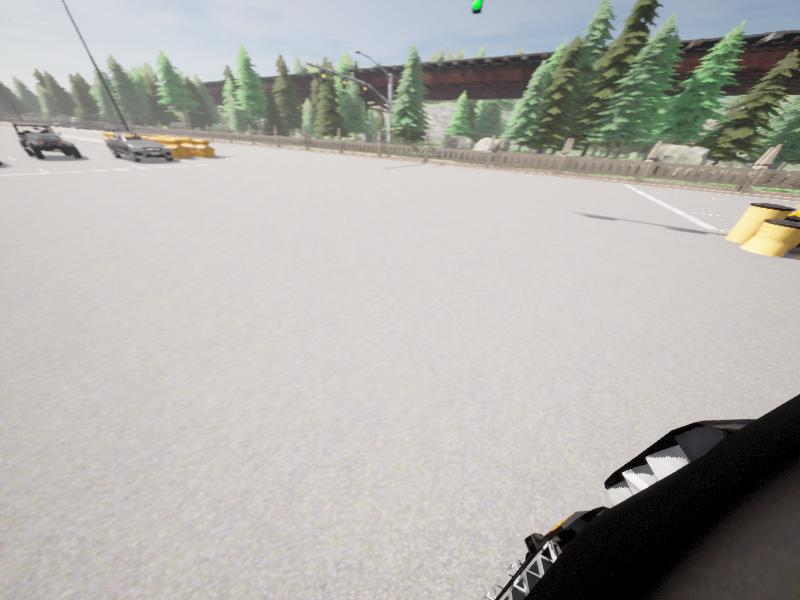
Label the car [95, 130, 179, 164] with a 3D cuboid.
[{"bbox_3d":[-18.699,-10.946,16.459,5.027,1.651,2.152,20,38,23],"label":"car"}]

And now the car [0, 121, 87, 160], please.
[{"bbox_3d":[-23.240,-10.429,15.102,3.866,1.878,1.905,20,38,23],"label":"car"}]

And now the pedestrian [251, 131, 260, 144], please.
[{"bbox_3d":[-26.188,-29.464,41.866,0.751,1.860,0.751,21,39,24],"label":"pedestrian"}]

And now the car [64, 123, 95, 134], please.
[{"bbox_3d":[-64.632,-34.606,46.629,4.974,1.542,2.038,18,37,19],"label":"car"}]

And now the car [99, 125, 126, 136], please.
[{"bbox_3d":[-59.565,-35.182,47.904,4.892,1.490,1.837,19,38,21],"label":"car"}]

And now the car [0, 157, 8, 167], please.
[{"bbox_3d":[-22.381,-7.577,11.544,4.181,1.385,1.994,20,38,23],"label":"car"}]
